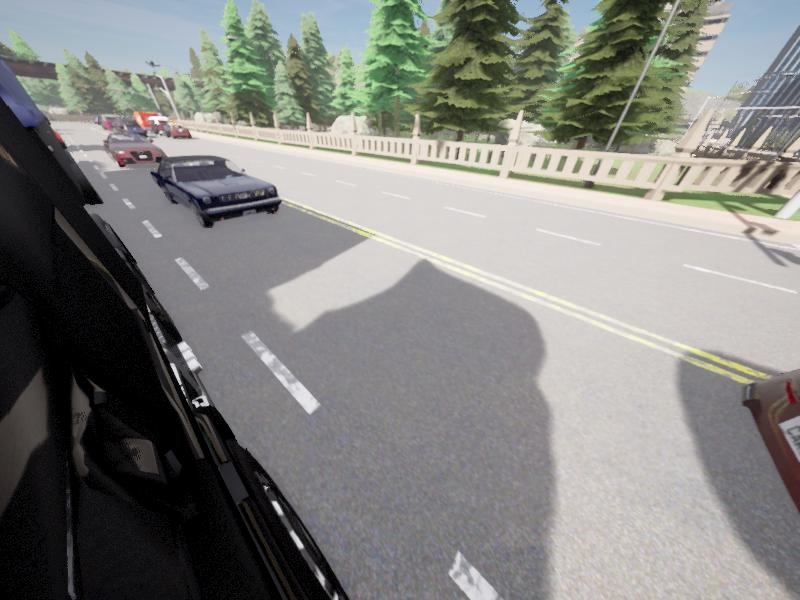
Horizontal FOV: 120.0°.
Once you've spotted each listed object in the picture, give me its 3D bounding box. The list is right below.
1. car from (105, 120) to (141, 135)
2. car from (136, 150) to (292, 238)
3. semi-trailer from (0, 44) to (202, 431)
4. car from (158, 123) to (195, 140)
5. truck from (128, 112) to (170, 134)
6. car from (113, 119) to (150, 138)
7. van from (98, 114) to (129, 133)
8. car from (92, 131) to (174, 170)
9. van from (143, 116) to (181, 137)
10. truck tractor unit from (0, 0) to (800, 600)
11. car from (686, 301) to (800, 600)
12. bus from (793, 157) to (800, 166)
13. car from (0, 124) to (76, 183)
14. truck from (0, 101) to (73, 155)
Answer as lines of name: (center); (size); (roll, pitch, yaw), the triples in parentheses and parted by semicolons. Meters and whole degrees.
car: (-36.719, -22.802, 30.587); (5.357, 1.411, 2.033); (28, 44, 30)
car: (-5.417, -3.315, 6.643); (4.718, 1.301, 1.895); (28, 44, 30)
semi-trailer: (-8.706, -3.597, 4.224); (14.254, 4.402, 2.717); (28, 44, 30)
car: (-26.990, -20.395, 27.895); (3.806, 1.475, 1.970); (28, 44, 30)
truck: (-37.069, -26.178, 34.153); (5.204, 2.467, 2.627); (28, 44, 30)
car: (-31.540, -20.127, 27.164); (3.988, 1.617, 1.851); (28, 44, 30)
van: (-42.149, -25.938, 33.938); (4.442, 1.987, 1.775); (28, 44, 30)
car: (-14.398, -8.136, 12.453); (4.181, 1.385, 1.994); (28, 44, 30)
van: (-31.765, -23.172, 30.831); (4.480, 2.038, 2.069); (28, 44, 30)
truck tractor unit: (-2.645, -0.295, 0.351); (6.516, 4.208, 3.053); (28, 44, 30)
car: (4.572, 1.766, 0.213); (5.027, 1.651, 2.152); (26, 43, 28)
bus: (47.643, -15.580, 23.568); (3.944, 4.253, 10.273); (28, 44, 30)
car: (-16.106, -6.405, 9.849); (5.238, 1.638, 1.930); (28, 44, 30)
truck: (-24.416, -11.169, 14.995); (5.204, 2.467, 2.627); (27, 44, 30)
